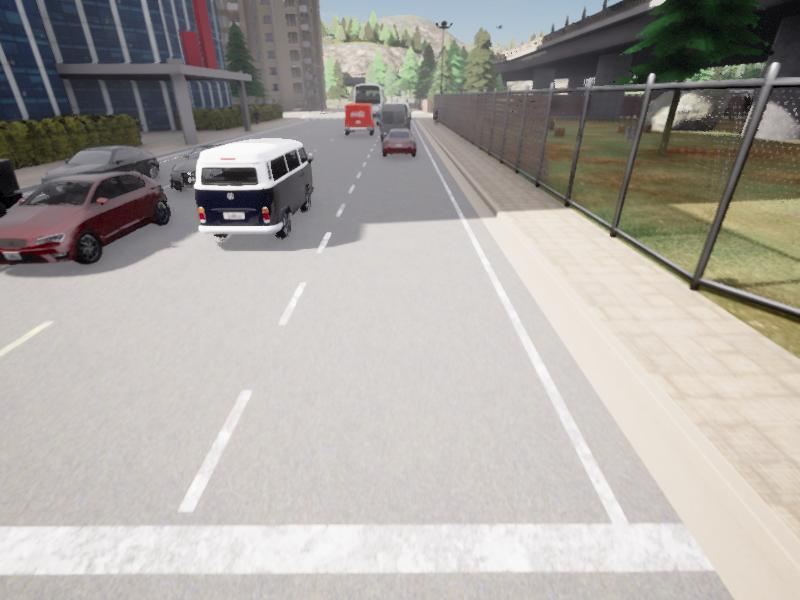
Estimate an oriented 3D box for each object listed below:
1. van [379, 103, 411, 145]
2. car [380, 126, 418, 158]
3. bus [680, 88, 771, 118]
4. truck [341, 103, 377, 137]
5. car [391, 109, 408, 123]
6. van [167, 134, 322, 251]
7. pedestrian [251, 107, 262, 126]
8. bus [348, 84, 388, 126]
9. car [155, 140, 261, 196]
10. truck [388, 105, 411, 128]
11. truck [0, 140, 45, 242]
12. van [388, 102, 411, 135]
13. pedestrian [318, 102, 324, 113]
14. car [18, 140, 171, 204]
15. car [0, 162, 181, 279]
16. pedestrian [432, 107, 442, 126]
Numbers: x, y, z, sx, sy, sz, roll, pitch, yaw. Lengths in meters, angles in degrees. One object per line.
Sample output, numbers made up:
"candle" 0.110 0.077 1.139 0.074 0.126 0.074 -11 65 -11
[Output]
"van" -0.290 -13.500 30.381 1.988 2.561 5.915 2 27 3
"car" -0.023 -9.316 23.450 1.994 1.385 4.181 0 27 1
"bus" 53.947 -32.938 66.847 10.273 4.253 3.944 6 28 12
"truck" -3.528 -16.286 35.951 2.627 2.467 5.204 0 28 0
"car" -0.043 -24.183 52.508 2.128 1.511 4.902 0 27 0
"van" -3.507 -2.988 10.267 2.069 2.038 4.480 0 27 0
"pedestrian" -15.536 -19.921 43.347 0.751 1.860 0.751 0 27 -1
"bus" -3.663 -23.845 48.820 3.944 4.253 10.273 0 27 0
"car" -7.018 -5.129 15.217 1.994 1.385 4.181 0 27 -1
"truck" -0.038 -20.919 45.446 2.390 2.098 6.274 0 27 0
"truck" -10.503 -1.465 7.209 2.390 2.098 6.274 0 27 0
"van" -0.027 -17.296 37.844 1.988 2.561 5.915 0 27 0
"pedestrian" -15.352 -37.629 78.149 0.751 1.860 0.751 -19 32 -32
"car" -10.508 -4.738 14.363 1.812 1.442 4.674 0 27 0
"car" -7.003 -2.002 8.955 1.816 1.474 4.193 0 27 0
"pedestrian" 4.004 -19.699 42.926 0.751 1.860 0.751 -11 29 -20
